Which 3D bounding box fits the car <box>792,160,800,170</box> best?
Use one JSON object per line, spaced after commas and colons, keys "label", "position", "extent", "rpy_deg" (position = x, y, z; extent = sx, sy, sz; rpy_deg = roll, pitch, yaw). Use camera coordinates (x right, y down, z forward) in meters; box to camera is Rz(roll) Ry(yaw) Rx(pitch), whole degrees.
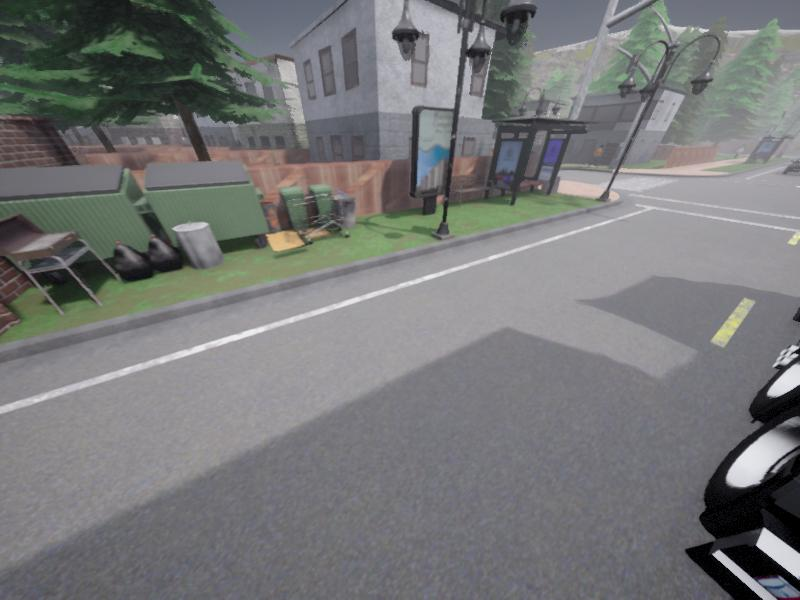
{"label": "car", "position": [42.025, -14.012, 23.007], "extent": [5.027, 1.651, 2.152], "rpy_deg": [-19, 39, -25]}

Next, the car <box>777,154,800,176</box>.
{"label": "car", "position": [33.943, -11.177, 19.076], "extent": [5.357, 1.411, 2.033], "rpy_deg": [-19, 39, -25]}

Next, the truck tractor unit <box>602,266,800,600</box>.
{"label": "truck tractor unit", "position": [5.115, -0.296, 0.778], "extent": [6.516, 4.208, 3.053], "rpy_deg": [-18, 39, -24]}
